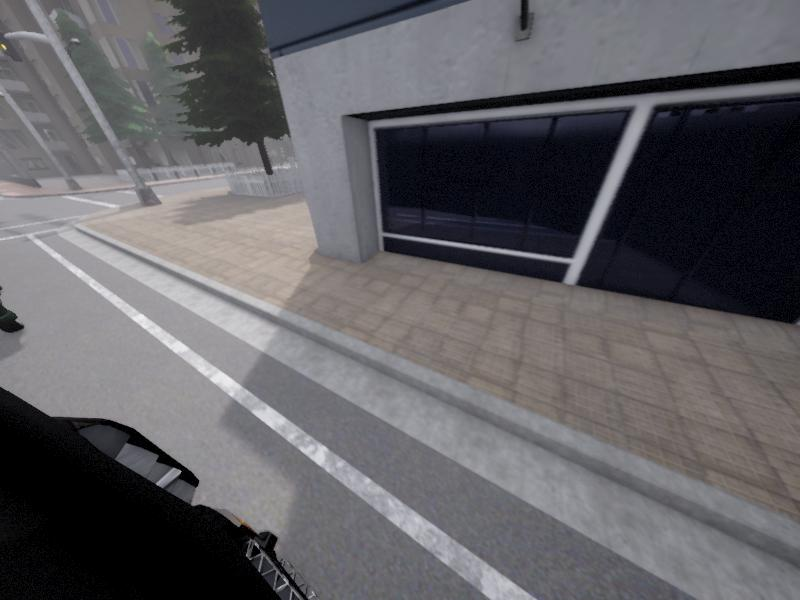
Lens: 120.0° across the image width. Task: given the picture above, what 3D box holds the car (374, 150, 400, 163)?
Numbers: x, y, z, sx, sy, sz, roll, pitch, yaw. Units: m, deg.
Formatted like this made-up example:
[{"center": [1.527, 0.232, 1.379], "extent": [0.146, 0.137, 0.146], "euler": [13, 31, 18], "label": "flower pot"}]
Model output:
[{"center": [-1.938, -23.054, 37.056], "extent": [1.837, 1.490, 4.892], "euler": [15, 38, 24], "label": "car"}]

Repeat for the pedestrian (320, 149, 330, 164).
[{"center": [-11.339, -21.633, 34.886], "extent": [0.751, 1.860, 0.751], "euler": [17, 38, 27], "label": "pedestrian"}]

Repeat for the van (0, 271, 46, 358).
[{"center": [-7.481, -0.366, 3.090], "extent": [4.442, 1.987, 1.775], "euler": [16, 38, 25], "label": "van"}]
